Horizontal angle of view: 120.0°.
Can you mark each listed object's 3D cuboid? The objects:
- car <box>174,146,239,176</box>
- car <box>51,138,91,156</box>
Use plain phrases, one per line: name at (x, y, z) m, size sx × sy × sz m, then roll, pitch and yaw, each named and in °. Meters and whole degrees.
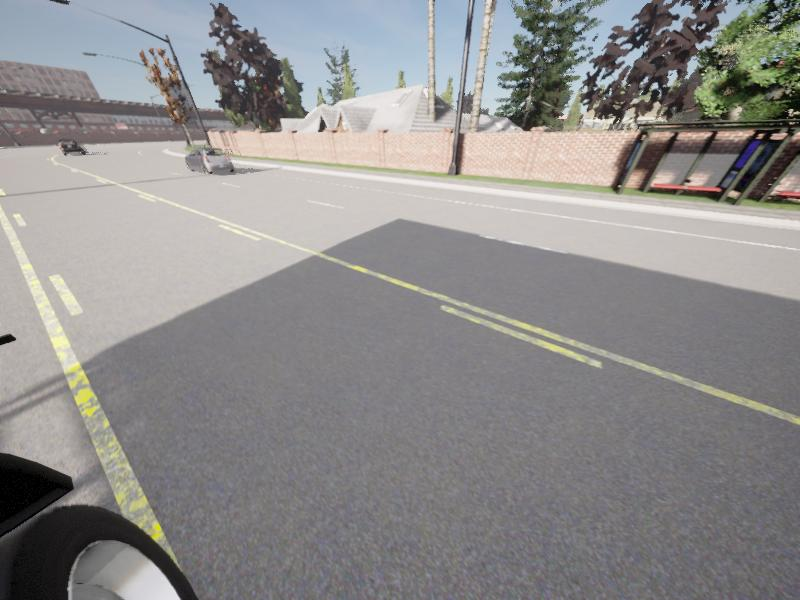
car at (-13.308, -9.657, 15.948) m, size 3.633 × 1.501 × 1.845 m, roll 21°, pitch 40°, yaw 26°
car at (-39.451, -18.478, 27.822) m, size 1.789 × 1.549 × 3.705 m, roll -29°, pitch 45°, yaw -32°
